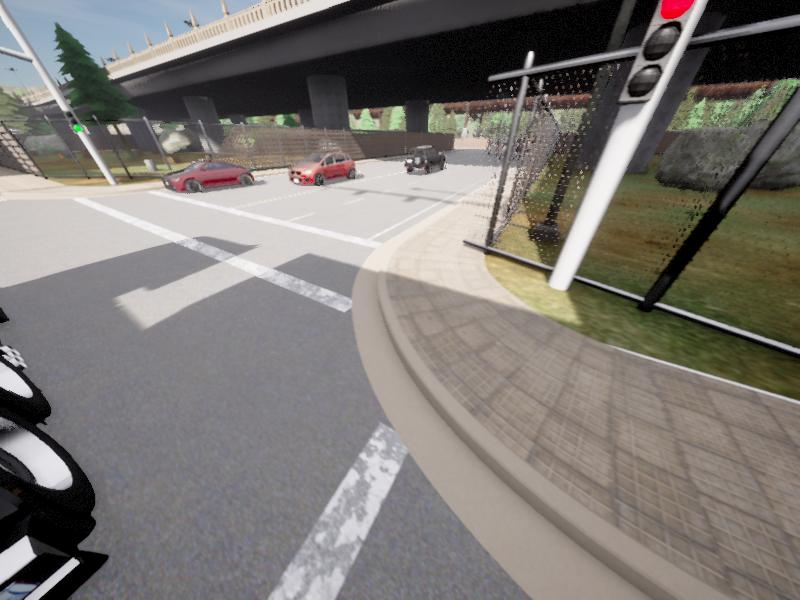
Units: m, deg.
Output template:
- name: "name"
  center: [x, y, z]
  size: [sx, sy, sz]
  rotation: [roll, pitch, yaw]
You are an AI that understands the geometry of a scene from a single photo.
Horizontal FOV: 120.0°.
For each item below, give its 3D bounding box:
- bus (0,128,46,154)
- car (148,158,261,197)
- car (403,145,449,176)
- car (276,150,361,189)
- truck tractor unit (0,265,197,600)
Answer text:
- name: "bus"
  center: [-80.616, -31.495, 45.741]
  size: [3.944, 4.253, 10.273]
  rotation: [18, 39, 24]
- name: "car"
  center: [-10.578, -6.960, 12.874]
  size: [1.994, 1.385, 4.181]
  rotation: [22, 41, 28]
- name: "car"
  center: [2.202, -11.578, 18.988]
  size: [1.932, 1.855, 4.605]
  rotation: [18, 39, 24]
- name: "car"
  center: [-4.889, -8.457, 14.734]
  size: [2.242, 1.667, 4.611]
  rotation: [18, 39, 24]
- name: "truck tractor unit"
  center: [-5.116, -0.294, 0.779]
  size: [6.516, 4.208, 3.053]
  rotation: [18, 39, 24]
